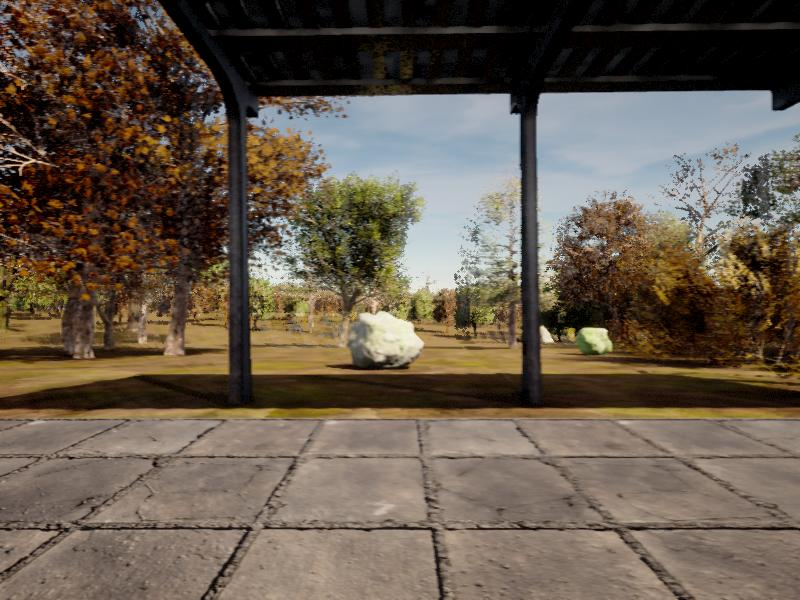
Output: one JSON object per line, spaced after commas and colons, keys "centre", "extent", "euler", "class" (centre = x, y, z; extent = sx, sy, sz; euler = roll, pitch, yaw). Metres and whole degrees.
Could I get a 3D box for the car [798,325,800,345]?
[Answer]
{"centre": [38.835, 3.147, 36.400], "extent": [1.905, 1.878, 3.866], "euler": [-1, -6, 14], "class": "car"}
